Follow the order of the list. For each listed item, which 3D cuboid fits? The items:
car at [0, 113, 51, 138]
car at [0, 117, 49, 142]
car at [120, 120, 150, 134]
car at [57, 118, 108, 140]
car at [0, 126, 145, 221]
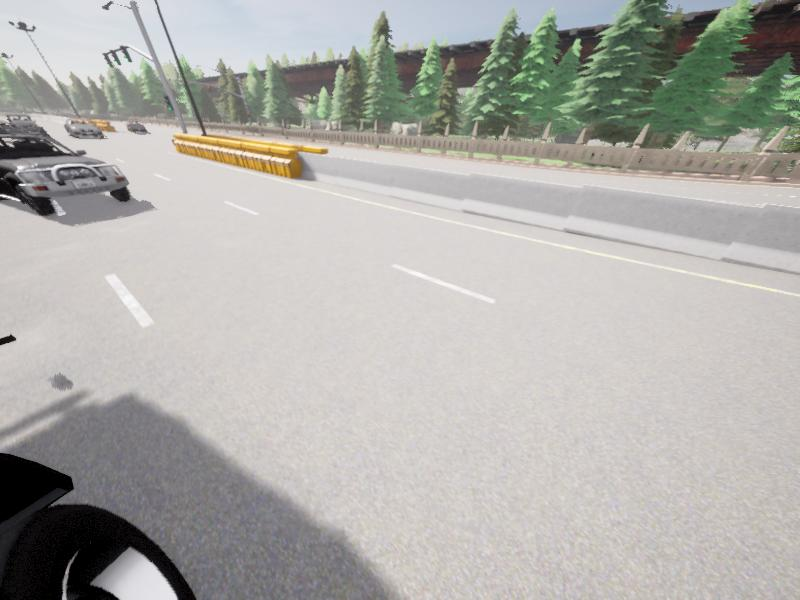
[{"bbox_3d":[-37.615,-17.528,23.194,3.866,1.878,1.905,25,42,27],"label":"car"},{"bbox_3d":[-33.599,-14.287,19.364,1.851,1.617,3.988,13,38,14],"label":"car"},{"bbox_3d":[-40.063,-26.166,34.919,3.633,1.501,1.845,26,42,28],"label":"car"},{"bbox_3d":[-34.159,-18.393,24.823,5.027,1.651,2.152,25,42,27],"label":"car"},{"bbox_3d":[-10.672,-3.915,6.832,4.605,1.855,1.932,15,38,17],"label":"car"}]
